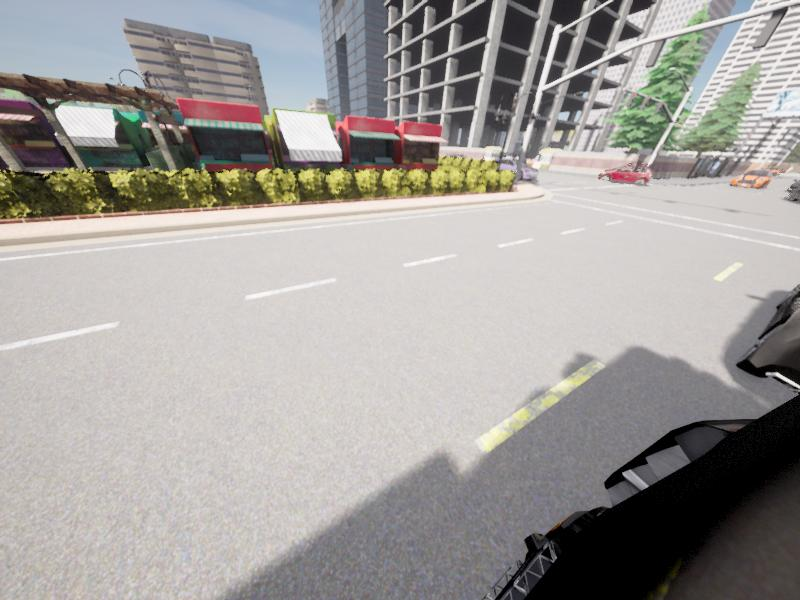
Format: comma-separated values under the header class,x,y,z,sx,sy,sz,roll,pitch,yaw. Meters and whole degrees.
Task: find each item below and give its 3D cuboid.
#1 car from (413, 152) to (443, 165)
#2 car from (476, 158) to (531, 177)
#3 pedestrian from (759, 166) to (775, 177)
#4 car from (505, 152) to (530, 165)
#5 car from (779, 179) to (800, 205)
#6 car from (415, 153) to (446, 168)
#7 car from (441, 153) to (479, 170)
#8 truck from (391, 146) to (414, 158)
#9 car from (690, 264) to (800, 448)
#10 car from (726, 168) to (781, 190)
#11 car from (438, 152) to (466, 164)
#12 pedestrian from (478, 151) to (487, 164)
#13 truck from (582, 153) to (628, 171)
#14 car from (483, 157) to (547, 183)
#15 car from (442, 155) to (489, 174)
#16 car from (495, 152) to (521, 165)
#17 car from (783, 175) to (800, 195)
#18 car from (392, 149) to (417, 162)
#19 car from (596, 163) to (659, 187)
class,x,y,z,sx,sy,sz,roll,pitch,yaw
car,4.296,-22.105,36.022,2.038,1.542,4.974,-16,38,-26
car,11.400,-14.880,25.813,2.033,1.411,5.357,-16,38,-25
pedestrian,72.572,-25.484,45.729,0.751,1.860,0.751,-11,36,-20
car,23.690,-28.592,46.673,1.905,1.878,3.866,-15,38,-25
car,28.321,-6.923,15.183,2.033,1.411,5.357,27,40,32
car,3.964,-18.499,30.623,1.816,1.474,4.193,-16,38,-26
car,7.861,-18.569,30.845,2.242,1.667,4.611,-16,38,-26
truck,0.516,-33.998,53.112,2.390,2.098,6.274,-16,38,-26
car,6.041,0.320,2.542,4.902,1.511,2.128,-15,38,-25
car,37.765,-12.970,24.665,4.553,1.767,2.097,-15,38,-25
car,9.091,-25.100,40.882,1.882,1.535,5.008,-16,37,-26
pedestrian,14.719,-25.364,41.092,0.751,1.860,0.751,-15,38,-25
truck,37.049,-25.103,41.961,2.615,2.467,5.204,-15,38,-25
car,10.365,-12.100,21.343,2.033,1.649,4.856,-16,38,-25
car,7.195,-15.243,25.964,2.163,1.488,4.792,-16,38,-26
car,21.128,-27.884,45.415,1.905,1.878,3.866,-15,38,-25
car,39.910,-11.219,22.458,4.892,1.490,1.837,-16,38,-25
car,0.646,-25.833,41.254,1.930,1.638,5.238,-16,38,-26
car,22.143,-12.338,22.651,3.988,1.617,1.851,30,43,33
